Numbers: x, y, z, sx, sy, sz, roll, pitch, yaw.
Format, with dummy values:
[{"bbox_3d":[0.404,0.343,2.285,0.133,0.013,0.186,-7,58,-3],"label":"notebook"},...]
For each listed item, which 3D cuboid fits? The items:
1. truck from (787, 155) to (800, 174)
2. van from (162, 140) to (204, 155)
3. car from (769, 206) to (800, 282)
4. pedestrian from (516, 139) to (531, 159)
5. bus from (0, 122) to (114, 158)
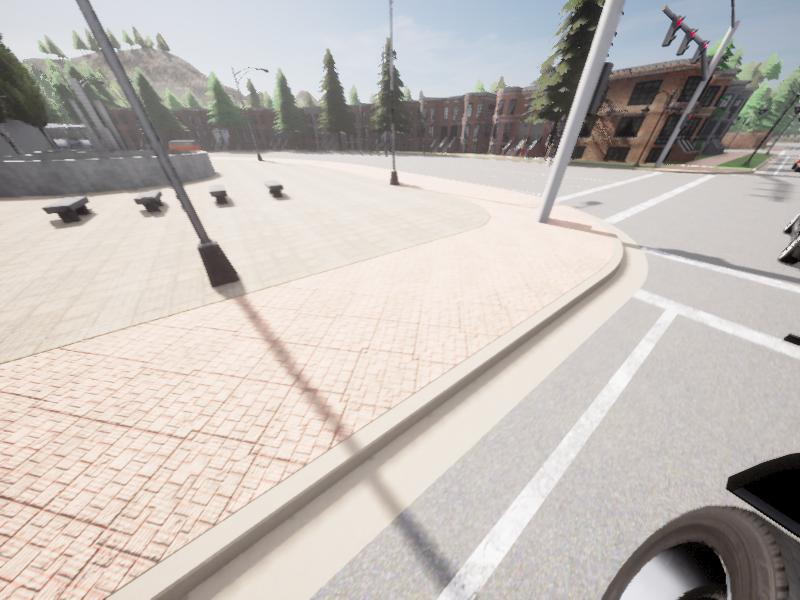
[{"bbox_3d":[30.363,-10.271,16.038,5.204,2.467,2.627,-22,41,-28],"label":"truck"},{"bbox_3d":[-36.595,-25.806,39.077,4.442,1.987,1.775,-2,35,-3],"label":"van"},{"bbox_3d":[9.966,-1.597,4.652,5.238,1.638,1.930,-22,41,-28],"label":"car"},{"bbox_3d":[13.847,-17.018,25.978,0.751,1.860,0.751,-23,41,-28],"label":"pedestrian"},{"bbox_3d":[-55.376,-25.721,37.155,10.273,4.253,3.944,-19,39,-24],"label":"bus"}]
